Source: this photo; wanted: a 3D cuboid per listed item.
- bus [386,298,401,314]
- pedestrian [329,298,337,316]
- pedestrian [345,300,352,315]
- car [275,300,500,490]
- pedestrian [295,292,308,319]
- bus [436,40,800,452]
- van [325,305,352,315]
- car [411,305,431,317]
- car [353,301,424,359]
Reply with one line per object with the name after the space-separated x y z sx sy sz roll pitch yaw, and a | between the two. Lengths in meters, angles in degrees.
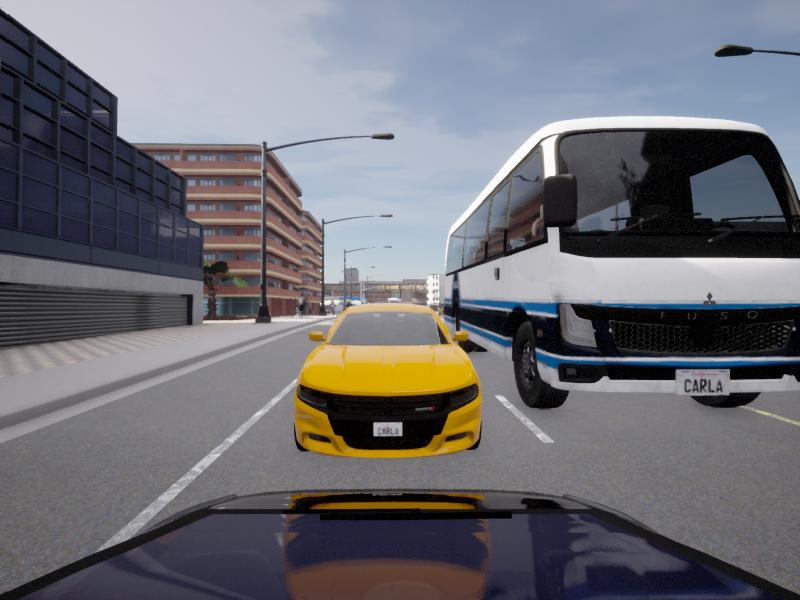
-1.653 1.619 108.123 3.944 4.253 10.273 0 -1 1 | bus
-7.131 0.736 42.640 0.751 1.860 0.751 0 -1 -1 | pedestrian
-6.364 0.985 49.645 0.751 1.860 0.751 0 -1 4 | pedestrian
-0.158 0.790 5.854 1.882 1.535 5.008 0 1 -1 | car
-6.778 0.381 27.517 0.751 1.860 0.751 0 -1 -1 | pedestrian
3.384 -0.601 9.306 3.944 4.253 10.273 0 1 -1 | bus
-15.241 2.370 98.861 6.366 2.431 2.351 0 -1 -2 | van
2.405 1.311 47.492 2.033 1.411 5.357 0 -2 -1 | car
-0.325 0.768 12.619 1.812 1.442 4.674 0 1 -1 | car
